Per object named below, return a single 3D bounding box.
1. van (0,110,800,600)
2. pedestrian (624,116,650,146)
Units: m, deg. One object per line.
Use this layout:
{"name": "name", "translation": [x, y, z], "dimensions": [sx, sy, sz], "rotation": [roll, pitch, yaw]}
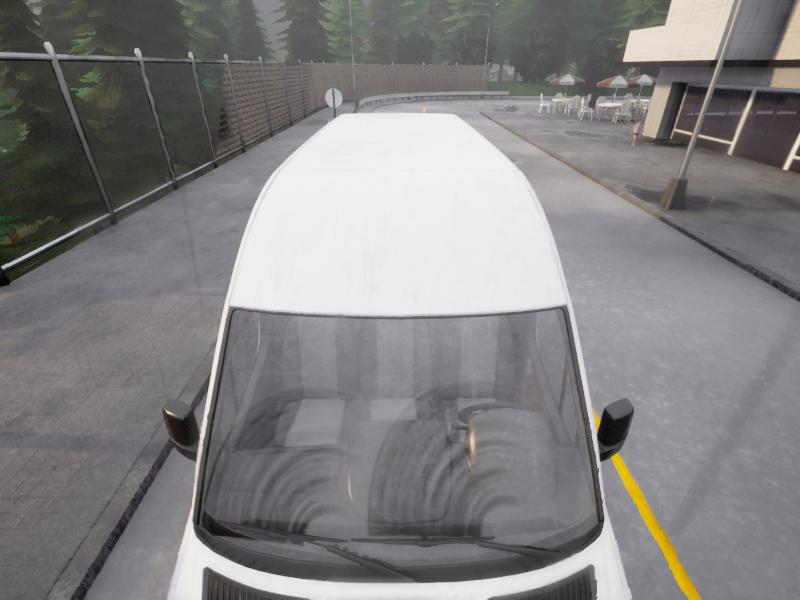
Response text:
{"name": "van", "translation": [-0.017, 0.047, 3.432], "dimensions": [1.988, 2.561, 5.915], "rotation": [0, 30, 0]}
{"name": "pedestrian", "translation": [9.928, -7.081, 16.802], "dimensions": [0.500, 1.100, 0.500], "rotation": [1, 30, 2]}
